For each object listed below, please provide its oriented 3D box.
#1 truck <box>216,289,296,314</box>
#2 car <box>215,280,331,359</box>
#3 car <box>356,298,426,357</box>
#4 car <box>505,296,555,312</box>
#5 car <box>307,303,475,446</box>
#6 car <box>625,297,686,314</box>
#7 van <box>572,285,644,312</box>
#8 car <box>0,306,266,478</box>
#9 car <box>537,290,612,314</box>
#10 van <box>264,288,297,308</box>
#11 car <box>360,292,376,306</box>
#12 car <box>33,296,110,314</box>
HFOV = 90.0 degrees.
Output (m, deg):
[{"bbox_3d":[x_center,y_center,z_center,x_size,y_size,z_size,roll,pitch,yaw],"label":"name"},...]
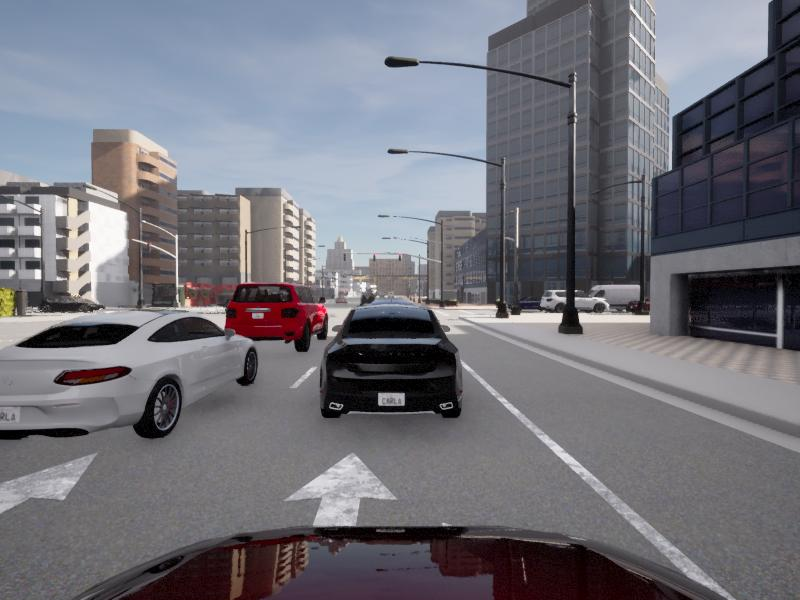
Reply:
[{"bbox_3d":[-12.535,0.122,35.241,6.274,2.098,2.390,0,1,-7],"label":"truck"},{"bbox_3d":[-3.796,0.479,13.206,2.150,2.045,5.566,0,1,-1],"label":"car"},{"bbox_3d":[-0.289,0.737,13.310,1.882,1.535,5.008,0,1,-1],"label":"car"},{"bbox_3d":[12.427,0.376,38.379,4.193,1.474,1.816,0,1,-1],"label":"car"},{"bbox_3d":[-0.149,0.835,6.827,1.837,1.490,4.892,0,0,-1],"label":"car"},{"bbox_3d":[22.343,0.440,35.044,4.193,1.474,1.816,0,1,-1],"label":"car"},{"bbox_3d":[19.906,-0.155,38.479,5.915,2.561,1.988,0,1,-1],"label":"van"},{"bbox_3d":[-3.631,0.861,5.908,1.812,1.442,4.674,0,0,-1],"label":"car"},{"bbox_3d":[15.170,0.153,34.941,5.566,2.045,2.150,0,1,-1],"label":"car"},{"bbox_3d":[-15.145,-0.233,51.184,2.351,2.431,6.366,0,0,-1],"label":"van"},{"bbox_3d":[-4.899,-0.104,62.178,2.150,2.045,5.566,0,0,-2],"label":"car"},{"bbox_3d":[-28.059,0.429,34.289,4.792,1.488,2.163,0,1,-1],"label":"car"}]
